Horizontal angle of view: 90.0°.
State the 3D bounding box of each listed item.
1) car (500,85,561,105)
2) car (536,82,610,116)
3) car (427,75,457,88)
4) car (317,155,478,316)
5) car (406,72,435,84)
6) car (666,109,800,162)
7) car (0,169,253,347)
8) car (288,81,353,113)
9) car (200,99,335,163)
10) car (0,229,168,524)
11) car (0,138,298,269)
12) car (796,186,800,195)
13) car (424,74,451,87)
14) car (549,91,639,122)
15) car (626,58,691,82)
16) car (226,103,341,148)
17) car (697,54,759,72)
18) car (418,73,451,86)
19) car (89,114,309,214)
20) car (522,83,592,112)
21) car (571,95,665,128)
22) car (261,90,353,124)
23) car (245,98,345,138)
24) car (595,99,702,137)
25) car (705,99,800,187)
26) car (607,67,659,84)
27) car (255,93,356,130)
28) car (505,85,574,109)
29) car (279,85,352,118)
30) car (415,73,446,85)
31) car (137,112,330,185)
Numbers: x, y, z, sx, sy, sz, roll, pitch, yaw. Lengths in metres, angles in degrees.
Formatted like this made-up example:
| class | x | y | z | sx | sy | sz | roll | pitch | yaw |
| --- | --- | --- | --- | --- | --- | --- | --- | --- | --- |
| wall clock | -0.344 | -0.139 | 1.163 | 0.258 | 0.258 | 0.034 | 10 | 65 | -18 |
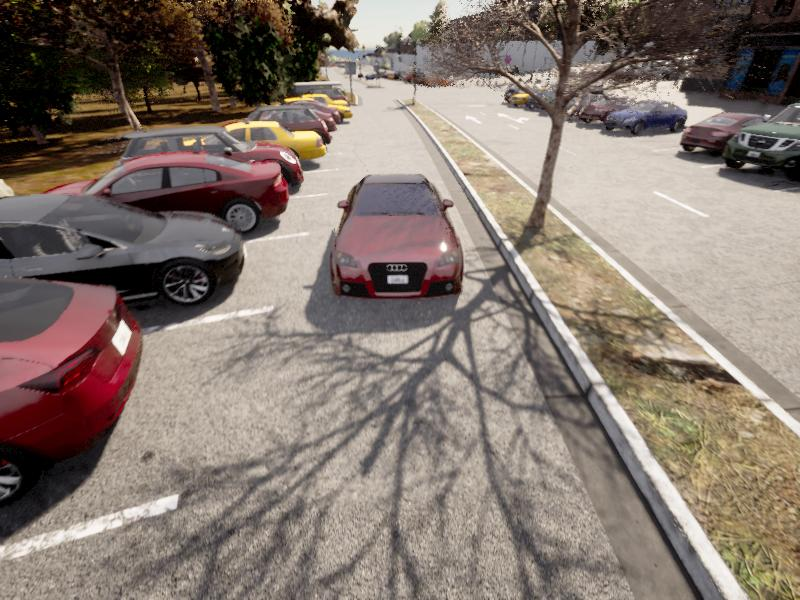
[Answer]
| class | x | y | z | sx | sy | sz | roll | pitch | yaw |
| --- | --- | --- | --- | --- | --- | --- | --- | --- | --- |
| car | 11.807 | -18.638 | 36.304 | 4.792 | 1.488 | 2.163 | -13 | 33 | -22 |
| car | 12.213 | -14.288 | 28.357 | 4.442 | 1.987 | 1.878 | -12 | 33 | -21 |
| car | 7.254 | -37.592 | 68.770 | 4.553 | 1.767 | 2.185 | -16 | 34 | -25 |
| car | -0.079 | -1.441 | 7.100 | 1.994 | 1.385 | 4.181 | -1 | 30 | -1 |
| car | 4.243 | -46.721 | 84.066 | 5.566 | 2.045 | 2.435 | -16 | 34 | -26 |
| car | 13.106 | -6.461 | 15.523 | 4.674 | 1.452 | 2.002 | -11 | 32 | -20 |
| car | -4.813 | -0.675 | 5.705 | 4.792 | 1.488 | 2.163 | -12 | 32 | -17 |
| car | -6.165 | -15.844 | 31.134 | 4.442 | 1.987 | 1.878 | -14 | 32 | -20 |
| car | -5.173 | -6.783 | 15.842 | 4.553 | 1.767 | 2.185 | -12 | 32 | -19 |
| car | -4.826 | 0.838 | 3.121 | 4.792 | 1.488 | 2.163 | -11 | 32 | -17 |
| car | -4.898 | -2.187 | 8.232 | 5.008 | 1.535 | 2.097 | -12 | 32 | -18 |
| car | 13.308 | -3.440 | 10.287 | 5.008 | 1.535 | 2.097 | -11 | 33 | -19 |
| car | 6.701 | -39.162 | 71.242 | 4.442 | 1.987 | 1.878 | -16 | 34 | -26 |
| car | 12.517 | -12.593 | 25.915 | 4.892 | 1.521 | 2.231 | -12 | 33 | -21 |
| car | 29.591 | -26.554 | 46.062 | 2.435 | 2.045 | 5.566 | -21 | 37 | -22 |
| car | -5.330 | -8.128 | 18.471 | 4.674 | 1.452 | 2.002 | -13 | 33 | -19 |
| car | 38.492 | -27.875 | 47.087 | 2.231 | 1.521 | 4.892 | -21 | 37 | -22 |
| car | 6.277 | -40.707 | 73.824 | 5.566 | 2.045 | 2.435 | -16 | 34 | -26 |
| car | -5.018 | -3.785 | 10.718 | 4.553 | 1.767 | 2.185 | -12 | 32 | -18 |
| car | 12.133 | -15.754 | 31.062 | 4.553 | 1.767 | 2.185 | -12 | 33 | -21 |
| car | 12.681 | -11.036 | 23.334 | 4.674 | 1.452 | 2.002 | -12 | 32 | -20 |
| car | -6.012 | -12.603 | 26.042 | 5.366 | 1.575 | 1.946 | -13 | 33 | -20 |
| car | -5.484 | -9.621 | 21.023 | 4.674 | 1.452 | 2.002 | -13 | 33 | -19 |
| car | 12.848 | -9.510 | 20.728 | 4.674 | 1.452 | 2.002 | -12 | 33 | -20 |
| car | 13.194 | -5.177 | 12.754 | 5.566 | 2.045 | 2.435 | -11 | 33 | -19 |
| car | 26.636 | -25.815 | 45.949 | 2.002 | 1.452 | 4.674 | -21 | 37 | -22 |
| car | -5.489 | -11.192 | 23.620 | 5.366 | 1.575 | 1.946 | -13 | 32 | -19 |
| car | 11.703 | -17.127 | 33.644 | 5.366 | 1.575 | 1.946 | -13 | 33 | -22 |
| car | -6.016 | -14.247 | 28.604 | 4.553 | 1.767 | 2.185 | -13 | 33 | -20 |
| car | 5.811 | -42.227 | 76.412 | 5.566 | 2.045 | 2.435 | -16 | 34 | -26 |
| car | -5.256 | -5.139 | 13.280 | 5.366 | 1.575 | 1.946 | -12 | 32 | -18 |
